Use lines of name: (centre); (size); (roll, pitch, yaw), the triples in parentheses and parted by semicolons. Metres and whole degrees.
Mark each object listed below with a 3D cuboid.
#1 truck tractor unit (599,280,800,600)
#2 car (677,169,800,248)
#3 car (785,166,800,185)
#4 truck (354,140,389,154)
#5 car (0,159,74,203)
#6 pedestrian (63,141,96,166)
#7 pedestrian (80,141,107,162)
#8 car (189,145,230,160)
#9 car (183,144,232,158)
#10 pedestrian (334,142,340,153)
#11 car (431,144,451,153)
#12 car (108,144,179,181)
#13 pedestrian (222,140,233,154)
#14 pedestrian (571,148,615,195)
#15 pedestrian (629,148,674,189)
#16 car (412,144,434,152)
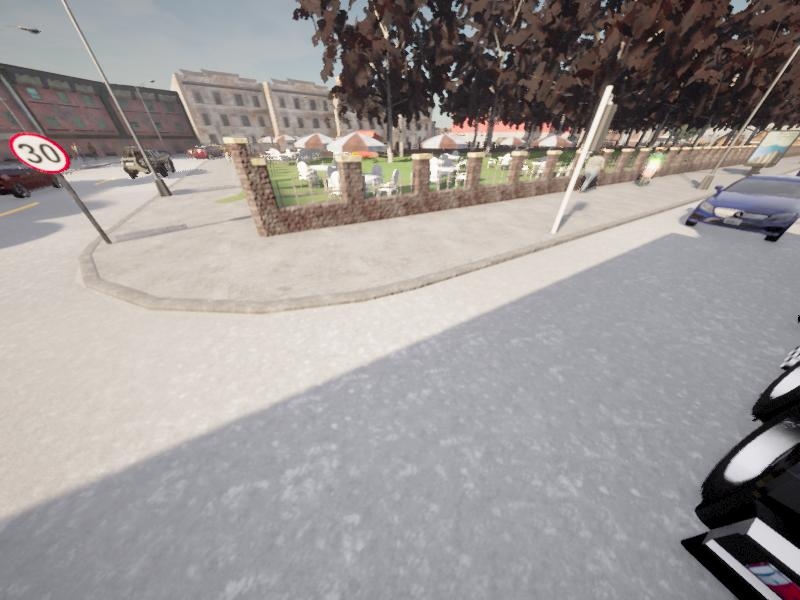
truck tractor unit: (5.136, -0.276, 0.736); (6.516, 4.208, 3.053); (-17, 39, -23)
car: (11.227, -3.073, 7.253); (4.674, 1.442, 1.812); (-19, 39, -25)
car: (27.407, -8.386, 14.956); (3.633, 1.501, 1.845); (-19, 39, -26)
truck: (-5.544, -30.320, 45.698); (6.274, 2.098, 2.390); (-18, 39, -25)
car: (-18.414, -5.659, 10.844); (1.895, 1.301, 4.718); (-18, 39, -24)
pedestrian: (-29.382, -13.430, 21.203); (0.751, 1.860, 0.751); (-9, 36, -13)
pedestrian: (-33.125, -16.089, 24.992); (0.751, 1.860, 0.751); (-6, 35, -9)
car: (-25.222, -19.672, 30.772); (1.970, 1.475, 3.806); (4, 35, 5)
car: (-27.962, -21.809, 33.766); (1.882, 1.535, 5.008); (23, 41, 30)
pedestrian: (-11.921, -29.037, 43.966); (0.751, 1.860, 0.751); (-9, 36, -13)
car: (8.641, -32.061, 48.797); (3.705, 1.549, 1.789); (-18, 39, -24)
car: (-17.900, -9.913, 16.458); (1.932, 1.855, 4.605); (-18, 39, -24)
pedestrian: (-29.172, -25.792, 38.972); (0.751, 1.860, 0.751); (28, 43, 34)
pedestrian: (9.170, -6.122, 11.029); (0.751, 1.860, 0.751); (-19, 39, -25)
pedestrian: (13.620, -7.155, 12.552); (0.751, 1.860, 0.751); (-17, 38, -23)
car: (5.027, -33.485, 50.840); (4.514, 1.525, 2.007); (-18, 39, -25)
